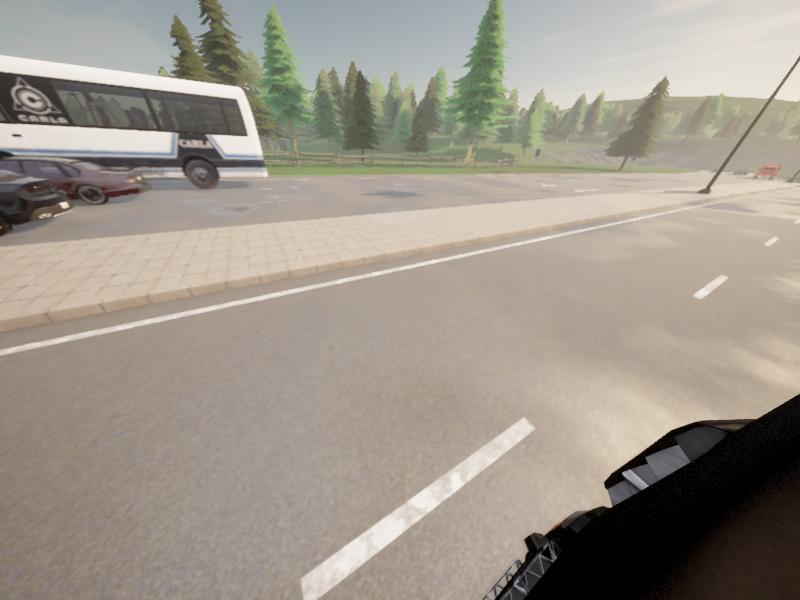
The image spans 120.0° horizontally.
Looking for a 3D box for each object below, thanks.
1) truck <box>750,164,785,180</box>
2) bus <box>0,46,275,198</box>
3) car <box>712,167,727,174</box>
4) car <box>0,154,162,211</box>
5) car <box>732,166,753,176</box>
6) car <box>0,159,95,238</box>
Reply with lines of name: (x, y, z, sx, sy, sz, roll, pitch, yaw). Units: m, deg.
truck: (71.888, -25.064, 45.132, 5.204, 2.467, 2.627, -19, 39, -29)
bus: (-12.027, -7.414, 10.370, 10.273, 4.253, 3.944, -15, 38, -26)
car: (85.871, -34.932, 62.167, 4.718, 1.301, 1.895, -24, 42, -34)
car: (-12.231, -4.041, 7.852, 5.357, 1.411, 2.033, -15, 38, -26)
car: (81.529, -30.681, 54.979, 4.553, 1.767, 2.097, -22, 41, -32)
car: (-11.098, -2.174, 5.031, 4.892, 1.490, 1.837, -16, 38, -26)
